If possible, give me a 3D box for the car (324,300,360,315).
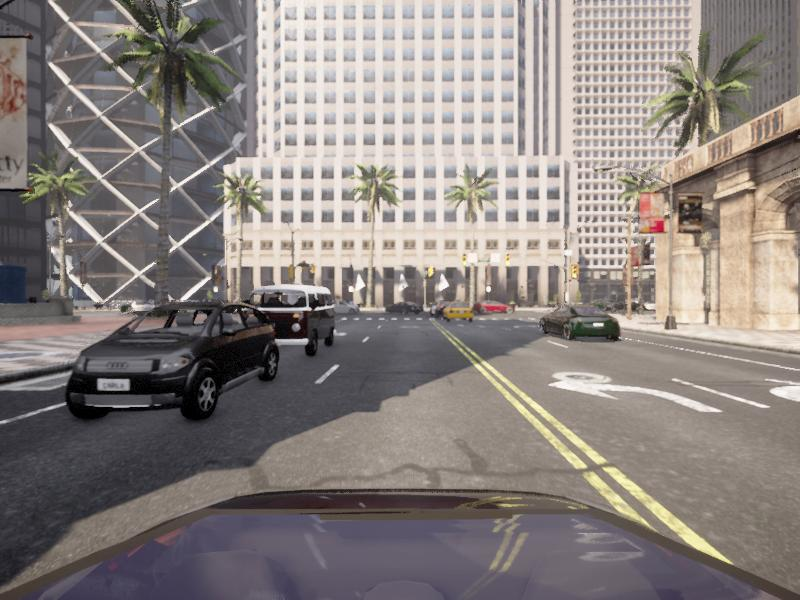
[{"bbox_3d":[-6.197,0.779,43.031,3.633,1.501,1.845,0,0,1],"label":"car"}]

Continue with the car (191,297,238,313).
[{"bbox_3d":[-21.572,0.601,46.669,4.605,1.855,1.932,0,0,-2],"label":"car"}]

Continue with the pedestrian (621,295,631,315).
[{"bbox_3d":[20.606,0.443,36.478,0.751,1.860,0.751,0,0,36],"label":"pedestrian"}]

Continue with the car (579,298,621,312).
[{"bbox_3d":[26.260,0.635,52.696,4.553,1.767,2.097,0,0,2],"label":"car"}]

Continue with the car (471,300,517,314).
[{"bbox_3d":[10.798,0.799,46.109,4.792,1.488,2.163,0,0,1],"label":"car"}]

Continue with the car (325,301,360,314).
[{"bbox_3d":[-6.623,0.801,46.533,3.806,1.475,1.970,0,0,1],"label":"car"}]

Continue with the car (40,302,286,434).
[{"bbox_3d":[-3.338,0.807,6.580,1.789,1.549,3.705,0,0,1],"label":"car"}]

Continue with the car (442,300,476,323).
[{"bbox_3d":[4.204,0.768,29.424,1.801,1.575,5.366,0,0,1],"label":"car"}]

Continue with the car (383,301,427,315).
[{"bbox_3d":[0.446,0.846,43.804,2.033,1.411,5.357,0,0,-35],"label":"car"}]

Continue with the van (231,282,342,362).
[{"bbox_3d":[-3.210,0.557,12.399,2.069,2.038,4.480,0,0,1],"label":"van"}]

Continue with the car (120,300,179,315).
[{"bbox_3d":[-26.710,0.780,42.782,4.974,1.542,2.038,0,0,-12],"label":"car"}]

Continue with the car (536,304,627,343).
[{"bbox_3d":[7.409,0.887,16.841,1.994,1.385,4.181,0,0,1],"label":"car"}]

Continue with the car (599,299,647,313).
[{"bbox_3d":[27.347,0.700,49.167,4.611,1.667,2.242,0,0,1],"label":"car"}]

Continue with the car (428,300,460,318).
[{"bbox_3d":[3.975,0.785,36.842,2.038,1.542,4.974,0,0,-4],"label":"car"}]
